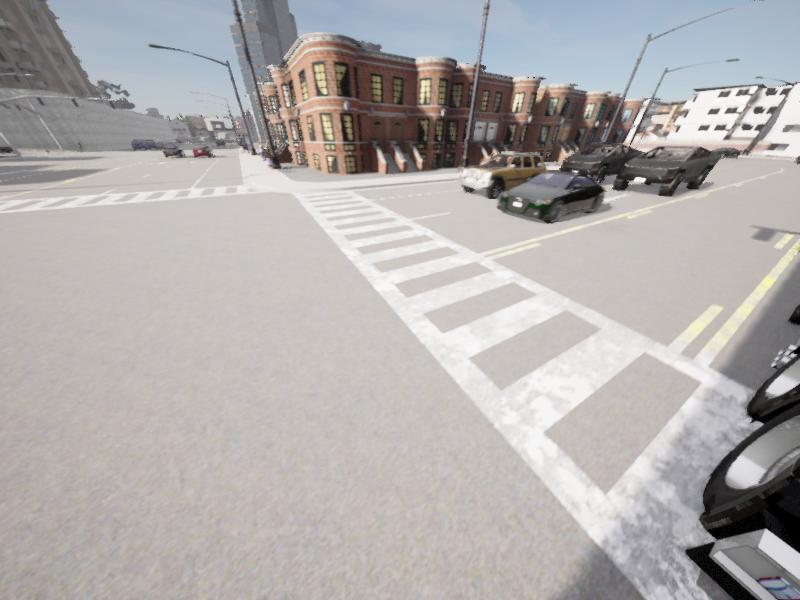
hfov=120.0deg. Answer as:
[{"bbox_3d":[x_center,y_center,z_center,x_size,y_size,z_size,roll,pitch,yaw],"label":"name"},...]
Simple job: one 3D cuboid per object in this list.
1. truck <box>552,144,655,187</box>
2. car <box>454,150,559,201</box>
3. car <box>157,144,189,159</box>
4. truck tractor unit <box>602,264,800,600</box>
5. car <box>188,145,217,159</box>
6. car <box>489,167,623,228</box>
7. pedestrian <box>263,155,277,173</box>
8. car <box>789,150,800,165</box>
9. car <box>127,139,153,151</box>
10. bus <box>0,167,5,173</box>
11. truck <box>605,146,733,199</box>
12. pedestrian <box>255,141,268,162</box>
[{"bbox_3d":[13.500,-9.066,15.362,6.274,2.098,2.390,-18,39,-24],"label":"truck"},{"bbox_3d":[5.226,-6.287,11.478,4.605,1.855,1.932,-17,38,-25],"label":"car"},{"bbox_3d":[-31.670,-20.871,32.385,2.128,1.511,4.902,-18,39,-25],"label":"car"},{"bbox_3d":[5.116,-0.293,0.785,6.516,4.208,3.053,-18,39,-24],"label":"truck tractor unit"},{"bbox_3d":[-28.184,-21.330,33.107,2.163,1.488,4.792,-16,38,-22],"label":"car"},{"bbox_3d":[5.687,-3.925,8.524,4.181,1.385,1.994,-18,39,-25],"label":"car"},{"bbox_3d":[-9.689,-10.114,17.191,0.500,1.100,0.500,-26,43,-33],"label":"pedestrian"},{"bbox_3d":[50.339,-17.068,27.525,2.097,1.767,4.553,20,39,25],"label":"car"},{"bbox_3d":[-56.828,-34.088,50.672,2.150,2.045,5.566,-18,39,-24],"label":"car"},{"bbox_3d":[-30.164,-8.674,12.454,3.944,4.253,10.273,-18,39,-24],"label":"bus"},{"bbox_3d":[14.644,-7.130,12.591,6.274,2.098,2.390,-18,39,-25],"label":"truck"},{"bbox_3d":[-15.285,-16.408,25.520,0.751,1.860,0.751,-17,38,-23],"label":"pedestrian"}]
